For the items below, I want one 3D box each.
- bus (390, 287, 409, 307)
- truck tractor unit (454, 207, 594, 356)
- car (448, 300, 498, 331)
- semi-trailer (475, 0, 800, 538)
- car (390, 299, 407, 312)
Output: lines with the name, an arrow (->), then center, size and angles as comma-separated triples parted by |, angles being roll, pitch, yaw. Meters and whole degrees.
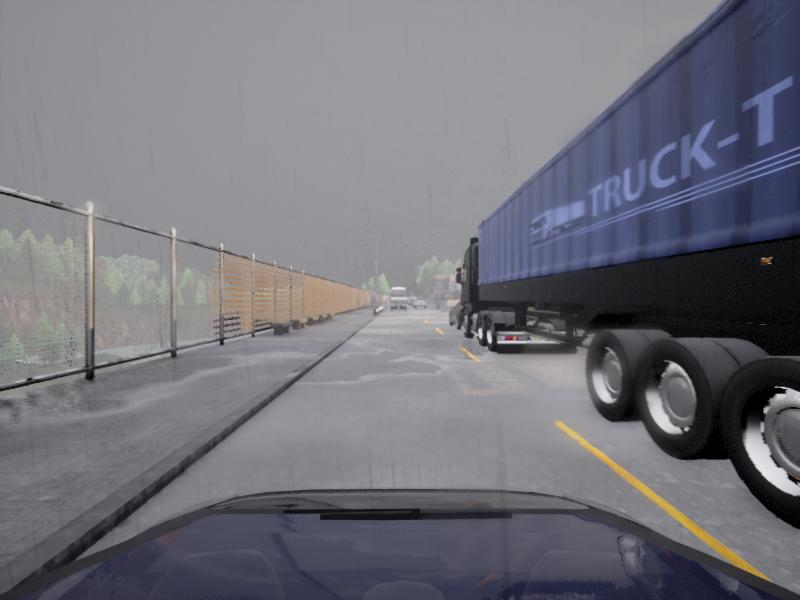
bus -> -0.156, -0.658, 88.978 | 3.944, 4.253, 10.273 | 0, 0, 0
truck tractor unit -> 3.950, -0.525, 14.572 | 3.053, 4.208, 6.516 | 0, 0, 0
car -> 3.928, 0.792, 22.351 | 1.882, 1.535, 5.008 | 0, 0, 0
semi-trailer -> 3.978, -0.627, 6.655 | 2.717, 4.402, 14.254 | 0, 0, 0
car -> -0.166, 0.710, 52.413 | 2.152, 1.651, 5.027 | 0, 0, 0
